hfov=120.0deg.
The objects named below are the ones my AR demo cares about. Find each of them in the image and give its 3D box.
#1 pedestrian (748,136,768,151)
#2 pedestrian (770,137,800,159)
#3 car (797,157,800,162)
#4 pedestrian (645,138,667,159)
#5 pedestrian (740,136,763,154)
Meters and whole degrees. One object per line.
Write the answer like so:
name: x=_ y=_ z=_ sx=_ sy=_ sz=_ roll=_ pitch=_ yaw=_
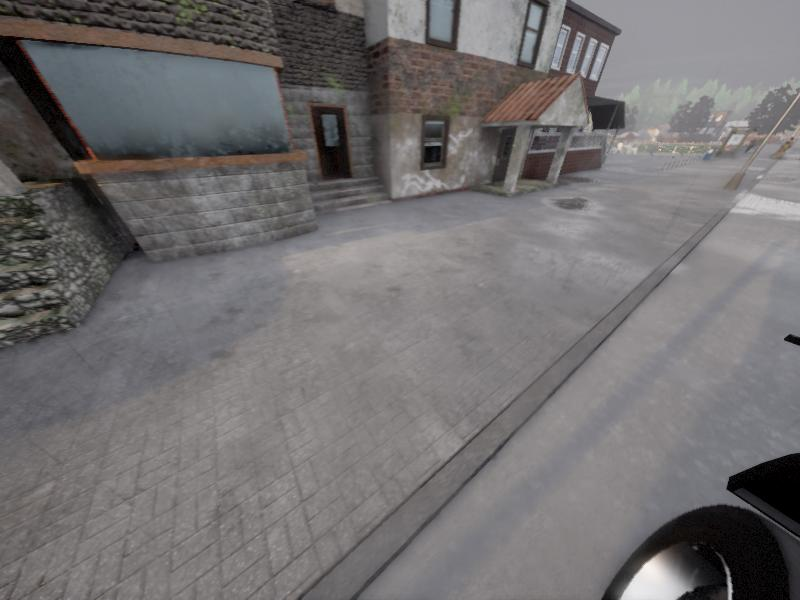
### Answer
pedestrian: x=54.396 y=-23.823 z=35.121 sx=0.751 sy=1.860 sz=0.751 roll=-21 pitch=40 yaw=-26
pedestrian: x=39.290 y=-15.492 z=23.517 sx=0.751 sy=1.860 sz=0.751 roll=-11 pitch=37 yaw=-14
car: x=40.417 y=-14.042 z=22.168 sx=4.718 sy=1.301 sz=1.895 roll=-22 pitch=41 yaw=-28
pedestrian: x=27.487 y=-16.302 z=24.833 sx=0.751 sy=1.860 sz=0.751 roll=15 pitch=38 yaw=20
pedestrian: x=44.369 y=-19.559 z=29.208 sx=0.751 sy=1.860 sz=0.751 roll=-29 pitch=44 yaw=-34
